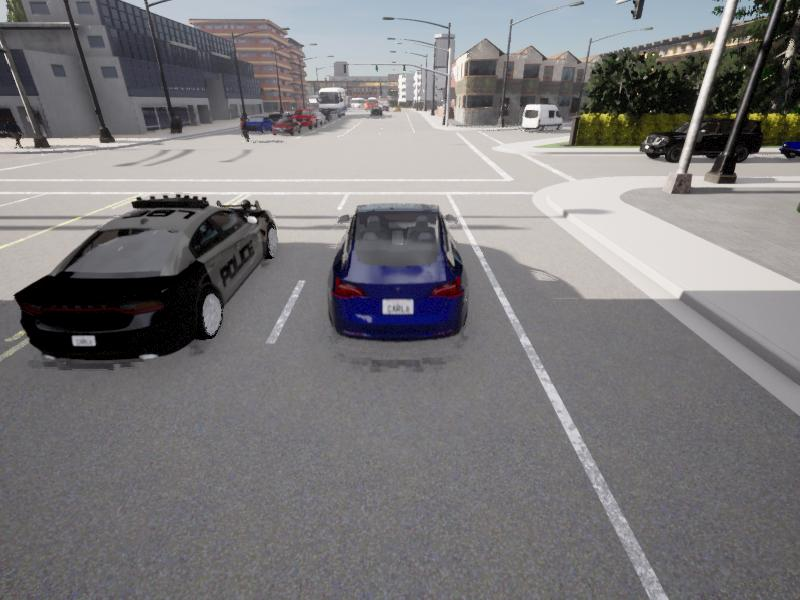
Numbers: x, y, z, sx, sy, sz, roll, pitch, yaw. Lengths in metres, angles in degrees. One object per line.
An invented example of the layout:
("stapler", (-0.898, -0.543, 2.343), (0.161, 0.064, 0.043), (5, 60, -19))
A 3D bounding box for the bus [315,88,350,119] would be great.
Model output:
("bus", (-10.819, -32.431, 65.681), (3.944, 4.253, 10.273), (0, 28, 0))

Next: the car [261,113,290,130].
("car", (-14.306, -20.701, 46.285), (1.837, 1.490, 4.892), (0, 27, 0))

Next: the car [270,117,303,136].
("car", (-10.728, -16.534, 38.052), (1.812, 1.442, 4.674), (0, 27, 0))

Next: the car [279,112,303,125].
("car", (-14.334, -24.009, 52.825), (1.994, 1.385, 4.181), (0, 27, 1))

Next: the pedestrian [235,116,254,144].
("pedestrian", (-11.735, -12.859, 30.203), (0.751, 1.860, 0.751), (-23, 35, -39))

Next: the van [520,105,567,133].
("van", (15.503, -19.598, 43.082), (1.988, 2.561, 5.915), (24, 35, 39))

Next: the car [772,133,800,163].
("car", (23.274, -8.123, 21.336), (4.718, 1.301, 1.895), (0, 26, 0))

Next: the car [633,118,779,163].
("car", (15.941, -8.466, 21.183), (5.566, 2.045, 2.150), (0, 26, 0))

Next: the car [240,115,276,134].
("car", (-14.272, -17.805, 40.483), (1.882, 1.535, 5.008), (0, 27, 0))

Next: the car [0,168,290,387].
("car", (-3.528, -0.910, 6.648), (1.930, 1.638, 5.238), (0, 27, 0))

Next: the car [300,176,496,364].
("car", (-0.038, -0.940, 6.877), (2.163, 1.488, 4.792), (0, 27, 0))

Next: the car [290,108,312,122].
("car", (-14.387, -27.038, 58.414), (1.882, 1.535, 5.008), (0, 28, 0))

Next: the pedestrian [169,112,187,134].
("pedestrian", (-20.345, -16.248, 36.688), (0.751, 1.860, 0.751), (6, 27, 11))

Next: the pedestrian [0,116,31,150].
("pedestrian", (-24.111, -10.434, 24.982), (0.751, 1.860, 0.751), (10, 28, 20))

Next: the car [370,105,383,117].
("car", (-3.954, -32.353, 68.440), (1.882, 1.535, 5.008), (0, 28, 0))

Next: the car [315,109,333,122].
("car", (-10.879, -26.556, 57.570), (1.816, 1.474, 4.193), (0, 28, 0))

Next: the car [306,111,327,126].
("car", (-10.842, -23.678, 52.104), (1.812, 1.442, 4.674), (0, 27, 0))

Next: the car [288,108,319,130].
("car", (-10.795, -20.500, 45.272), (2.150, 2.045, 5.566), (0, 27, 0))
